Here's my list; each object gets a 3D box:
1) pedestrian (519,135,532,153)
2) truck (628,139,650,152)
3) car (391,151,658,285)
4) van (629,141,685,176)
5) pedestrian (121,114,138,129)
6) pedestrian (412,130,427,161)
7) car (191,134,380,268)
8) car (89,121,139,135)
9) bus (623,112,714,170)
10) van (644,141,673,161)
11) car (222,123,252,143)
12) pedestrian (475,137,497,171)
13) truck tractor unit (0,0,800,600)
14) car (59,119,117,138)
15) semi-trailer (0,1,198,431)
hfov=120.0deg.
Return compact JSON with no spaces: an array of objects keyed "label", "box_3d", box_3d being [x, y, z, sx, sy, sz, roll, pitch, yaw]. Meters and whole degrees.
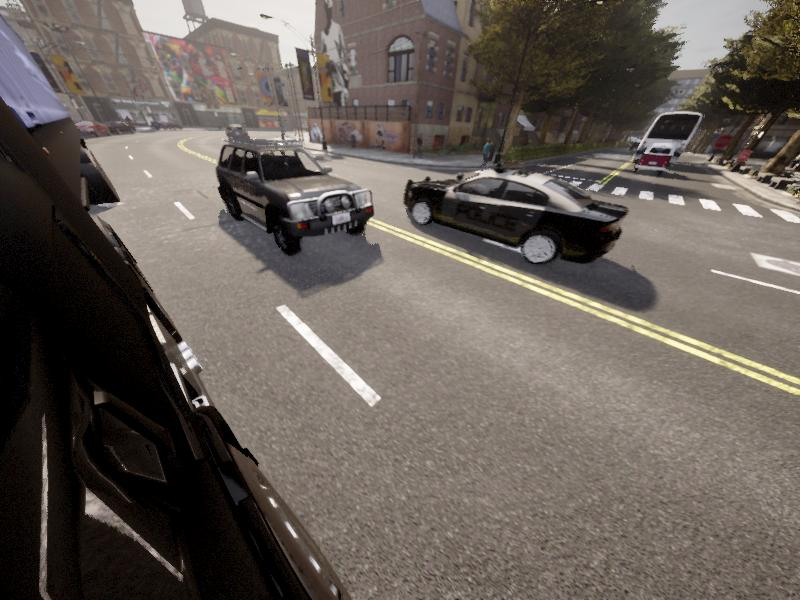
[{"label":"pedestrian","box_3d":[15.606,-19.478,28.813,0.751,1.860,0.751,26,43,28]},{"label":"truck","box_3d":[53.071,-34.352,51.212,2.390,2.098,6.274,31,45,32]},{"label":"car","box_3d":[2.327,-2.459,5.725,5.238,1.638,1.930,31,45,32]},{"label":"van","box_3d":[20.737,-11.541,18.717,2.069,2.038,4.480,31,45,32]},{"label":"pedestrian","box_3d":[-42.868,-28.251,36.641,0.751,1.860,0.751,-3,37,-8]},{"label":"pedestrian","box_3d":[1.472,-11.794,17.636,0.751,1.860,0.751,25,42,27]},{"label":"car","box_3d":[-2.779,-2.715,5.534,4.605,1.855,1.932,30,45,32]},{"label":"car","box_3d":[-35.768,-21.665,29.087,1.895,1.301,4.718,-9,38,-15]},{"label":"bus","box_3d":[27.881,-16.871,24.453,3.944,4.253,10.273,31,45,32]},{"label":"van","box_3d":[34.737,-20.084,31.076,1.775,1.987,4.442,31,45,32]},{"label":"car","box_3d":[-19.479,-19.934,27.552,2.242,1.667,4.611,-19,42,-26]},{"label":"pedestrian","box_3d":[5.750,-9.798,15.511,0.751,1.860,0.751,30,45,32]},{"label":"truck tractor unit","box_3d":[-2.645,-0.295,0.351,6.516,4.208,3.053,28,44,30]},{"label":"car","box_3d":[-33.398,-18.518,24.925,2.002,1.452,4.674,-15,41,-23]},{"label":"semi-trailer","box_3d":[-8.501,-3.740,4.401,14.254,4.402,2.717,31,45,32]}]
